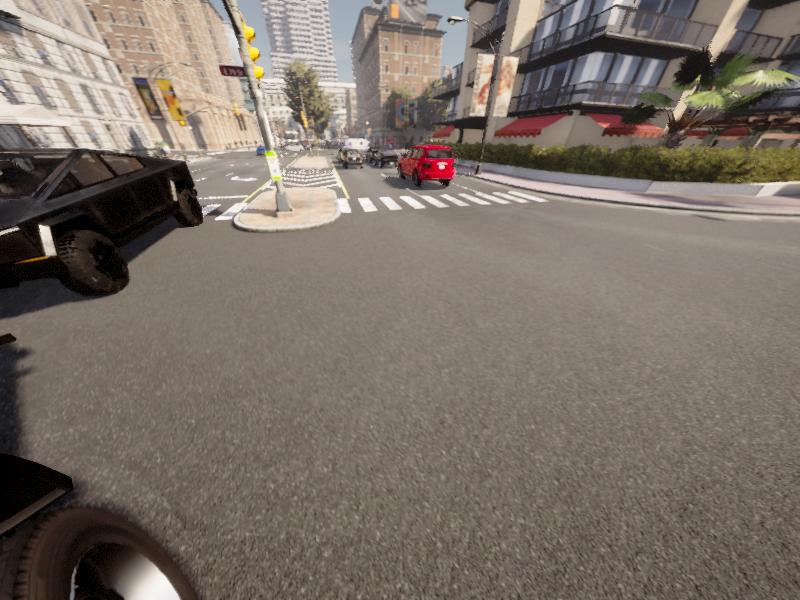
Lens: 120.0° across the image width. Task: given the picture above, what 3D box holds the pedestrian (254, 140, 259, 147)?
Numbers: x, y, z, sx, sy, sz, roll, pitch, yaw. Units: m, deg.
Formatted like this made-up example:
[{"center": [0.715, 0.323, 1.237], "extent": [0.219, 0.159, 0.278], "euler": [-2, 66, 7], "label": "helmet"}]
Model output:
[{"center": [-43.010, -46.865, 69.115], "extent": [0.751, 1.860, 0.751], "euler": [-9, 36, -14], "label": "pedestrian"}]

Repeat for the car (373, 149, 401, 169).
[{"center": [-1.437, -14.540, 23.723], "extent": [1.837, 1.490, 4.892], "euler": [-9, 36, -13], "label": "car"}]

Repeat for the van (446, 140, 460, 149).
[{"center": [18.514, -54.743, 81.320], "extent": [1.988, 2.561, 5.915], "euler": [-9, 36, -13], "label": "van"}]

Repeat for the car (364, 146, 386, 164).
[{"center": [-3.134, -18.068, 28.698], "extent": [1.851, 1.617, 3.988], "euler": [-9, 36, -13], "label": "car"}]

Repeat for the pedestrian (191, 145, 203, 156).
[{"center": [-31.290, -23.028, 35.589], "extent": [0.751, 1.300, 0.751], "euler": [-10, 36, -15], "label": "pedestrian"}]

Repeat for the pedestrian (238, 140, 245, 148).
[{"center": [-42.635, -42.077, 62.191], "extent": [0.751, 1.860, 0.751], "euler": [-10, 36, -15], "label": "pedestrian"}]

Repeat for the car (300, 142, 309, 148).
[{"center": [-30.516, -49.790, 74.081], "extent": [1.930, 1.638, 5.238], "euler": [-9, 36, -13], "label": "car"}]

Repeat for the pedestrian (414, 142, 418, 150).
[{"center": [4.188, -41.357, 62.007], "extent": [0.751, 1.860, 0.751], "euler": [-11, 36, -16], "label": "pedestrian"}]

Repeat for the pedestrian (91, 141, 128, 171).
[{"center": [-21.629, -10.762, 17.252], "extent": [0.751, 1.860, 0.751], "euler": [-9, 36, -14], "label": "pedestrian"}]

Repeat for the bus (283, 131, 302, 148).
[{"center": [-34.246, -51.381, 74.011], "extent": [3.944, 4.253, 10.273], "euler": [-9, 36, -13], "label": "bus"}]

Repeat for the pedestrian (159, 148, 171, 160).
[{"center": [-26.521, -16.444, 26.055], "extent": [0.500, 1.100, 0.500], "euler": [-16, 38, -23], "label": "pedestrian"}]

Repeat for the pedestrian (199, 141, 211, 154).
[{"center": [-32.584, -25.447, 38.573], "extent": [0.751, 1.860, 0.751], "euler": [-7, 35, -11], "label": "pedestrian"}]

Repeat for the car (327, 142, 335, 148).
[{"center": [-22.214, -49.705, 74.154], "extent": [2.038, 1.542, 4.974], "euler": [-9, 36, -13], "label": "car"}]

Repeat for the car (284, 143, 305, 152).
[{"center": [-22.167, -31.971, 48.542], "extent": [3.633, 1.501, 1.845], "euler": [-9, 36, -13], "label": "car"}]

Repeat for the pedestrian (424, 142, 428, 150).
[{"center": [7.214, -42.422, 63.605], "extent": [0.751, 1.860, 0.751], "euler": [-3, 35, -6], "label": "pedestrian"}]

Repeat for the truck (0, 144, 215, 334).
[{"center": [-6.812, -2.051, 5.015], "extent": [2.390, 2.098, 6.274], "euler": [-11, 36, -16], "label": "truck"}]

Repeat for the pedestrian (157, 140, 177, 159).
[{"center": [-28.157, -18.242, 27.958], "extent": [0.751, 1.860, 0.751], "euler": [-6, 35, -10], "label": "pedestrian"}]

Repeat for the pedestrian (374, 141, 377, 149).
[{"center": [-6.676, -42.358, 63.257], "extent": [0.751, 1.860, 0.751], "euler": [-6, 35, -10], "label": "pedestrian"}]

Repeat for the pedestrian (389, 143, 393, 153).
[{"center": [-2.021, -33.144, 50.274], "extent": [0.751, 1.860, 0.751], "euler": [-8, 36, -12], "label": "pedestrian"}]

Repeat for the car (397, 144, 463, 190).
[{"center": [1.564, -8.688, 14.822], "extent": [2.150, 2.045, 5.566], "euler": [-9, 36, -13], "label": "car"}]

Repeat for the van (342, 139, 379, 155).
[{"center": [-7.234, -28.424, 42.890], "extent": [6.366, 2.431, 2.351], "euler": [-9, 36, -13], "label": "van"}]

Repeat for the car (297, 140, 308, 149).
[{"center": [-27.514, -43.814, 65.136], "extent": [2.150, 2.045, 5.566], "euler": [-9, 36, -13], "label": "car"}]

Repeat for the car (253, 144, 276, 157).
[{"center": [-21.508, -23.904, 36.870], "extent": [1.882, 1.535, 5.008], "euler": [-9, 36, -13], "label": "car"}]

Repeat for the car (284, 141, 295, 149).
[{"center": [-31.293, -44.070, 65.587], "extent": [1.905, 1.878, 3.866], "euler": [-9, 36, -13], "label": "car"}]

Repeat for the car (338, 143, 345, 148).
[{"center": [-19.288, -51.037, 76.311], "extent": [1.970, 1.475, 3.806], "euler": [-9, 36, -13], "label": "car"}]

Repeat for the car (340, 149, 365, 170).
[{"center": [-4.639, -13.713, 22.413], "extent": [1.789, 1.549, 3.705], "euler": [-8, 36, -13], "label": "car"}]

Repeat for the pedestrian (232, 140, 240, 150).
[{"center": [-35.831, -33.899, 50.479], "extent": [0.751, 1.860, 0.751], "euler": [-2, 35, -4], "label": "pedestrian"}]

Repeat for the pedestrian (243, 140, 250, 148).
[{"center": [-42.101, -42.845, 63.313], "extent": [0.751, 1.860, 0.751], "euler": [-8, 36, -13], "label": "pedestrian"}]

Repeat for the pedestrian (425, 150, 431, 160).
[{"center": [3.699, -19.291, 30.730], "extent": [0.500, 1.100, 0.500], "euler": [-8, 36, -12], "label": "pedestrian"}]

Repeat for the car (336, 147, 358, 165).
[{"center": [-6.300, -17.101, 27.311], "extent": [2.007, 1.525, 4.514], "euler": [-8, 36, -13], "label": "car"}]

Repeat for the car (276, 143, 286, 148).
[{"center": [-36.390, -47.391, 70.796], "extent": [1.895, 1.301, 4.718], "euler": [-9, 36, -13], "label": "car"}]
